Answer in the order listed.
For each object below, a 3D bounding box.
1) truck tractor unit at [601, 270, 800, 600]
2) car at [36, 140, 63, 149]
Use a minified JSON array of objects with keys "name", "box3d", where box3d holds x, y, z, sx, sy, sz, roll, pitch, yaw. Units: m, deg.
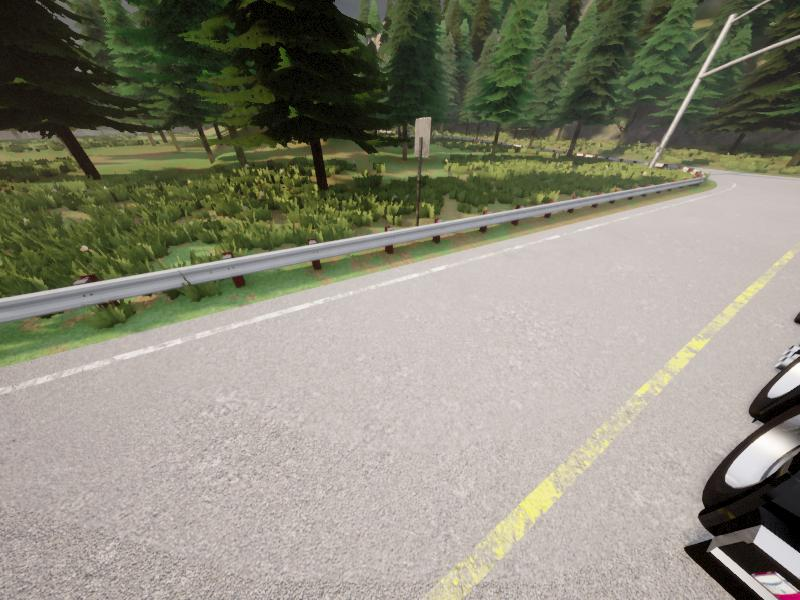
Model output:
[{"name":"truck tractor unit","box3d":[5.120,-0.292,0.767,6.516,4.208,3.053,-18,39,-24]},{"name":"car","box3d":[-87.373,-38.857,57.600,3.866,1.878,1.905,9,36,13]}]
